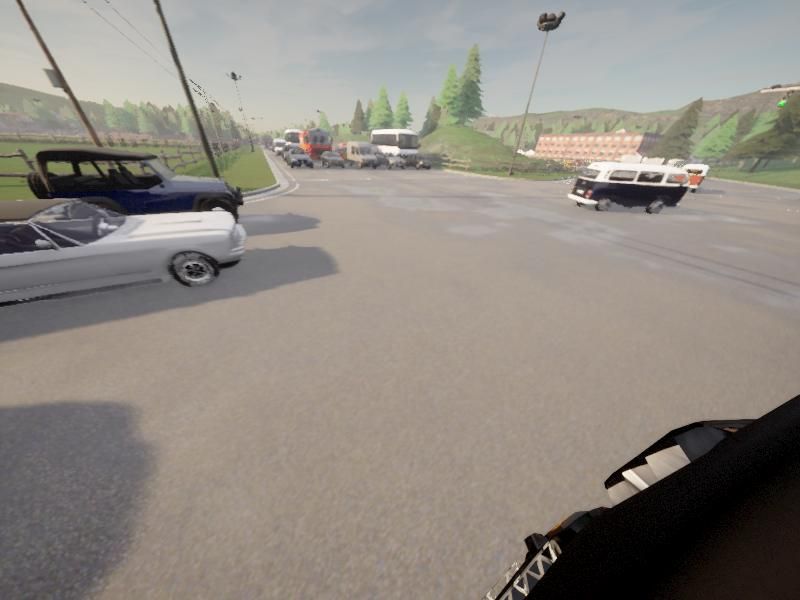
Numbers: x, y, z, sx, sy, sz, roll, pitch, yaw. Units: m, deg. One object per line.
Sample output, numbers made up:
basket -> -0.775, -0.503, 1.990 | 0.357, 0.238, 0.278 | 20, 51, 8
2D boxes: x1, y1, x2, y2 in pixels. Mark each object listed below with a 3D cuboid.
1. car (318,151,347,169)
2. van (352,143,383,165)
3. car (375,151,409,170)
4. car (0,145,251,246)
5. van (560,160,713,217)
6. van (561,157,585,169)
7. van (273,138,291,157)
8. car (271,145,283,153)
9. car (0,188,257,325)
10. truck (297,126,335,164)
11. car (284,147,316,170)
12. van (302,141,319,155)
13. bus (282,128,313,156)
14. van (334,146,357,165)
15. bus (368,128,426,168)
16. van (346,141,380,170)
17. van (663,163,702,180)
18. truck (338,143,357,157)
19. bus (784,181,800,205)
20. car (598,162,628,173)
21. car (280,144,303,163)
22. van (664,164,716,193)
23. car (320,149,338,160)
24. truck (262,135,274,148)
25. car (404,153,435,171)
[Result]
car -> -7.545, -15.634, 25.720 | 1.837, 1.490, 4.892 | -14, 37, -23
van -> -4.834, -21.532, 34.011 | 2.351, 2.431, 6.366 | -14, 37, -23
car -> -1.136, -17.025, 28.200 | 2.152, 1.651, 5.027 | -14, 37, -23
car -> -6.575, -2.945, 6.219 | 3.866, 1.878, 1.905 | -16, 38, -26
van -> 11.004, -5.448, 11.216 | 4.480, 2.038, 2.069 | 3, 35, 0
van -> 37.737, -30.081, 50.601 | 1.775, 1.987, 4.442 | 3, 33, 0
van -> -20.867, -26.790, 40.653 | 1.988, 2.561, 5.915 | -14, 36, -23
car -> -28.397, -34.752, 53.174 | 1.994, 1.385, 4.181 | -14, 37, -23
car -> -5.217, -0.843, 3.680 | 4.718, 1.301, 1.895 | -16, 38, -26
truck -> -11.704, -21.329, 31.909 | 2.891, 3.827, 8.468 | -14, 37, -23
car -> -10.406, -14.661, 23.868 | 2.242, 1.667, 4.611 | -14, 37, -24
van -> -20.516, -34.887, 53.035 | 2.351, 2.431, 6.366 | -14, 37, -23
bus -> -20.964, -32.074, 47.090 | 3.944, 4.253, 10.273 | -14, 37, -23
van -> -7.561, -20.136, 32.089 | 1.775, 1.987, 4.442 | -14, 37, -23
bus -> -0.888, -22.320, 33.841 | 3.944, 4.253, 10.273 | -14, 38, -23
van -> -4.418, -16.846, 26.846 | 1.988, 2.561, 5.915 | -14, 37, -23
van -> 44.055, -20.258, 36.210 | 1.775, 1.987, 4.442 | 16, 36, 18
truck -> -11.816, -33.675, 51.808 | 2.627, 2.467, 5.204 | -14, 38, -23
bus -> 28.585, -7.329, 13.394 | 10.273, 4.253, 3.944 | -24, 45, -34
car -> 39.765, -24.884, 43.346 | 2.163, 1.488, 4.792 | 11, 34, 11
car -> -14.042, -18.834, 29.722 | 1.932, 1.855, 4.605 | -14, 37, -23
van -> 26.567, -11.214, 21.135 | 4.480, 2.038, 2.069 | -23, 42, -34
car -> -12.385, -25.322, 40.067 | 1.812, 1.442, 4.674 | -14, 37, -24
truck -> -49.859, -59.938, 87.459 | 2.891, 3.827, 8.468 | -14, 37, -23
car -> 2.347, -17.366, 28.995 | 1.851, 1.617, 3.988 | -14, 37, -23
